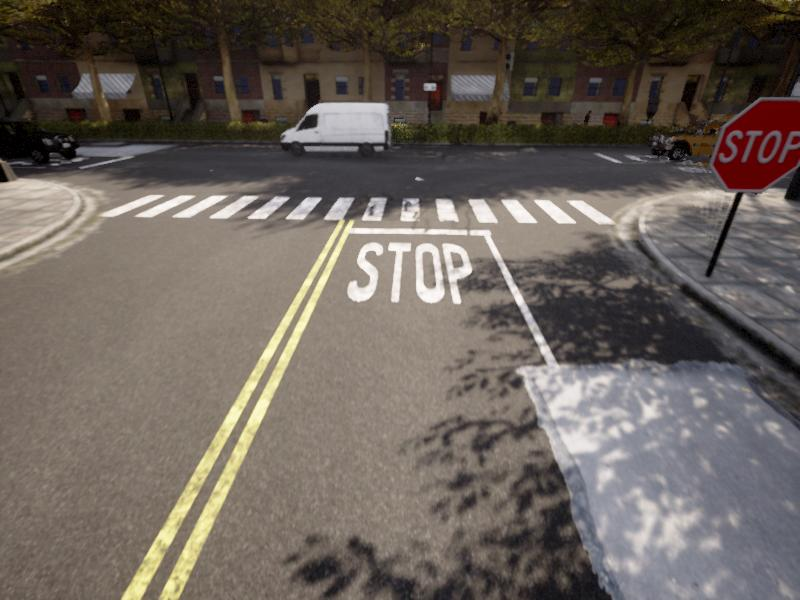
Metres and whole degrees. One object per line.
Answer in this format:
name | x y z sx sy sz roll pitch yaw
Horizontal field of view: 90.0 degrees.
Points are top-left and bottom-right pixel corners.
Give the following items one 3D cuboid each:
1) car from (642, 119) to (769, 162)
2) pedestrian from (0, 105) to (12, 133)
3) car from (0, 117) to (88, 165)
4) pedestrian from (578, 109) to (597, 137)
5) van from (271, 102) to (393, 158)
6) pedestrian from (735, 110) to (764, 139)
car | 15.599 -8.291 20.708 4.605 1.855 1.932 1 27 2
pedestrian | -30.016 -13.438 29.771 0.751 1.860 0.751 -1 27 -2
car | -18.009 -7.545 18.885 4.605 1.855 1.932 1 27 2
pedestrian | 13.915 -13.142 29.705 0.751 1.860 0.751 1 27 2
van | -3.413 -9.078 21.297 5.915 2.561 1.988 1 27 2
pedestrian | 25.390 -12.749 29.077 0.751 1.860 0.751 0 27 0
